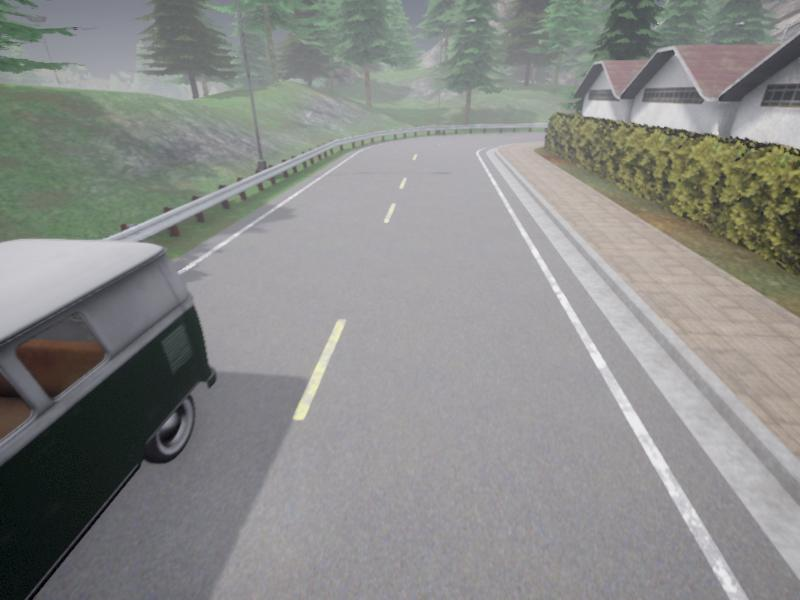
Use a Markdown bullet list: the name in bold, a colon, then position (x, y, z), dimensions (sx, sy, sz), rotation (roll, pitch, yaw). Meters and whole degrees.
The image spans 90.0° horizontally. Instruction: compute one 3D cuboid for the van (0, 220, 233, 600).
- **van**: position (-2.990, 1.171, 2.194), dimensions (1.775, 1.987, 4.442), rotation (2, 27, 5)
